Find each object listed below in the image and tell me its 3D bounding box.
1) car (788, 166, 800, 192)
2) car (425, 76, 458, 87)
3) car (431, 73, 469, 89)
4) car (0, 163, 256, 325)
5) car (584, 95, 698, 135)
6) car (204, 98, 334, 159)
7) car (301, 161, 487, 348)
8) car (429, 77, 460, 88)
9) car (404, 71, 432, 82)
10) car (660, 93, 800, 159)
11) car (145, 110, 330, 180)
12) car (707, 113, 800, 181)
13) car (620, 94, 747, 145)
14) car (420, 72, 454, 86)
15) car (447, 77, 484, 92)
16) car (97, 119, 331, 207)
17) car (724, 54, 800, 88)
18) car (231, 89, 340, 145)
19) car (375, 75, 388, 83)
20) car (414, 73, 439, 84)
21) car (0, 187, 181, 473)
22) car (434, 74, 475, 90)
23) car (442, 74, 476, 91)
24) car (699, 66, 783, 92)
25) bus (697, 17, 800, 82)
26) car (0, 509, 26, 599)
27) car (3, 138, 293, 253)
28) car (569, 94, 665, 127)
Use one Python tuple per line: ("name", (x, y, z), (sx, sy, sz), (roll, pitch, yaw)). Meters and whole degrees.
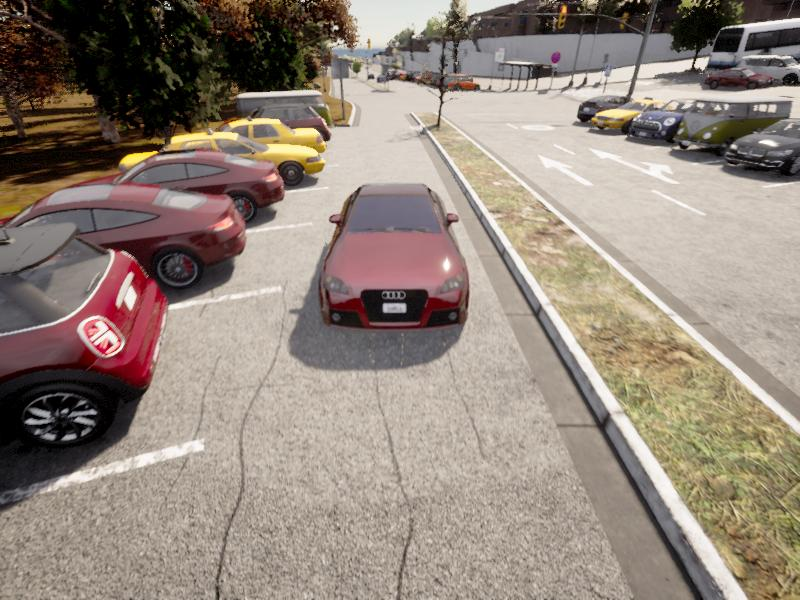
("car", (13.271, -3.625, 10.646), (4.674, 1.452, 2.002), (-11, 32, -19))
("car", (7.169, -37.814, 69.118), (5.366, 1.575, 1.946), (-15, 34, -25))
("car", (7.927, -34.973, 63.806), (5.566, 2.045, 2.435), (-15, 34, -25))
("car", (-4.875, -0.948, 6.166), (4.674, 1.452, 2.002), (-12, 32, -18))
("car", (12.589, -9.741, 20.964), (5.366, 1.575, 1.946), (-12, 33, -20))
("car", (-5.268, -7.089, 16.301), (4.553, 1.767, 2.185), (-13, 33, -19))
("car", (-0.090, -1.072, 6.437), (1.994, 1.385, 4.181), (0, 31, -1))
("car", (7.451, -36.225, 66.503), (4.674, 1.452, 2.002), (-15, 34, -25))
("car", (3.842, -48.510, 86.836), (5.566, 2.045, 2.435), (-15, 33, -25))
("car", (12.952, -6.889, 15.673), (4.442, 1.987, 1.878), (-11, 33, -20))
("car", (-5.339, -5.441, 13.743), (5.366, 1.575, 1.946), (-12, 33, -18))
("car", (13.182, -5.186, 13.227), (4.892, 1.521, 2.231), (-11, 33, -20))
("car", (12.948, -8.359, 18.376), (4.553, 1.767, 2.185), (-12, 33, -20))
("car", (6.580, -39.498, 71.484), (5.566, 2.045, 2.435), (-15, 34, -25))
("car", (9.149, -30.310, 56.144), (4.553, 1.767, 2.185), (-15, 33, -24))
("car", (-4.886, -4.021, 11.312), (5.366, 1.575, 1.946), (-12, 32, -18))
("car", (30.857, -18.948, 32.990), (2.435, 2.045, 5.566), (-20, 36, -21))
("car", (-5.343, -8.691, 18.831), (4.442, 1.987, 1.878), (-13, 32, -19))
("car", (-3.980, -47.001, 84.955), (2.033, 1.411, 5.357), (-5, 31, -7))
("car", (5.218, -43.901, 79.214), (4.553, 1.767, 2.185), (-15, 34, -25))
("car", (-4.791, 0.402, 3.536), (4.553, 1.767, 2.185), (-12, 32, -17))
("car", (8.319, -33.444, 61.212), (5.566, 2.045, 2.435), (-15, 34, -25))
("car", (8.669, -31.890, 58.624), (4.442, 1.987, 1.878), (-15, 34, -24))
("car", (27.891, -18.248, 32.940), (2.002, 1.452, 4.674), (-20, 36, -21))
("bus", (34.591, -23.444, 37.250), (10.273, 4.253, 3.944), (-9, 33, -5))
("car", (-4.949, 2.048, 0.980), (5.366, 1.575, 1.946), (-11, 32, -17))
("car", (-4.956, -2.446, 8.719), (4.674, 1.452, 2.002), (-12, 32, -18))
("car", (12.770, -11.254, 23.619), (4.792, 1.488, 2.163), (-12, 32, -21))
